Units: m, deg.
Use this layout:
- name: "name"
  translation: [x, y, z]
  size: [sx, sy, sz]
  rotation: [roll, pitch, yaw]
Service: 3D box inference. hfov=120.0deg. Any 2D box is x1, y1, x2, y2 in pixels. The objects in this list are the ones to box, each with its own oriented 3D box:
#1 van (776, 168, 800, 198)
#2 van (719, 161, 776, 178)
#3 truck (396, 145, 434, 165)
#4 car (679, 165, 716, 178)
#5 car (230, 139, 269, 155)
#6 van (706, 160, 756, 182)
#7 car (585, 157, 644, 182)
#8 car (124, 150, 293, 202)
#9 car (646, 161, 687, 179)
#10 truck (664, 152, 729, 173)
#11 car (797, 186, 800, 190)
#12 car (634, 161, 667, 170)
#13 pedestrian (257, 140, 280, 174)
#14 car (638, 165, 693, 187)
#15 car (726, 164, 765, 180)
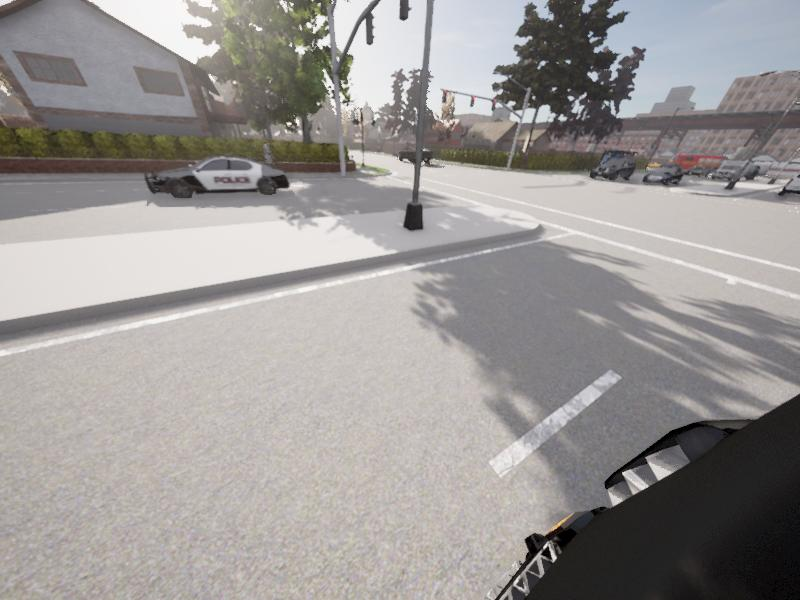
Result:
- name: "van"
  translation: [35.616, -10.282, 19.841]
  size: [5.915, 2.561, 1.988]
  rotation: [-15, 38, -26]
- name: "van"
  translation: [72.635, -27.535, 48.512]
  size: [1.988, 2.561, 5.915]
  rotation: [-15, 38, -25]
- name: "truck"
  translation: [1.990, -20.943, 33.357]
  size: [2.390, 2.098, 6.274]
  rotation: [-16, 38, -26]
- name: "car"
  translation: [47.278, -20.454, 36.762]
  size: [5.027, 1.651, 2.152]
  rotation: [-15, 38, -25]
- name: "car"
  translation: [-19.036, -19.403, 29.290]
  size: [3.806, 1.475, 1.970]
  rotation: [-15, 38, -25]
- name: "van"
  translation: [48.345, -18.853, 33.744]
  size: [6.366, 2.431, 2.351]
  rotation: [-15, 38, -25]
- name: "car"
  translation: [23.074, -14.032, 24.843]
  size: [5.566, 2.045, 2.150]
  rotation: [-15, 38, -25]
- name: "car"
  translation: [-7.611, -5.394, 9.946]
  size: [4.974, 1.542, 2.038]
  rotation: [-15, 38, -25]
- name: "car"
  translation: [35.880, -17.460, 31.151]
  size: [4.605, 1.855, 1.932]
  rotation: [-15, 38, -26]
- name: "truck"
  translation: [71.449, -33.360, 55.961]
  size: [2.891, 3.827, 8.468]
  rotation: [-15, 38, -25]
- name: "car"
  translation: [48.445, -13.443, 26.424]
  size: [5.027, 1.651, 2.152]
  rotation: [-15, 38, -25]
- name: "car"
  translation: [64.960, -35.113, 60.094]
  size: [1.801, 1.575, 5.366]
  rotation: [-15, 38, -25]
- name: "pedestrian"
  translation: [-8.555, -9.279, 15.033]
  size: [0.751, 1.860, 0.751]
  rotation: [-20, 40, -30]
- name: "car"
  translation: [27.036, -12.687, 23.541]
  size: [4.856, 1.649, 2.033]
  rotation: [-16, 38, -25]
- name: "car"
  translation: [56.786, -20.995, 37.969]
  size: [5.566, 2.045, 2.150]
  rotation: [-15, 38, -25]
